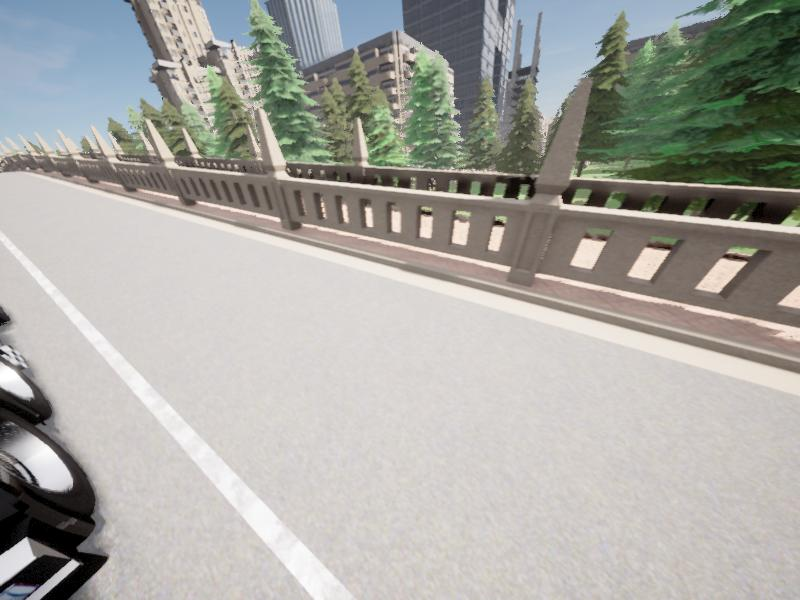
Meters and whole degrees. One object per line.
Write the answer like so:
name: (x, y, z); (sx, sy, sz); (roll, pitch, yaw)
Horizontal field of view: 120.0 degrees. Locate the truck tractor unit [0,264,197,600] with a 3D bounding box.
truck tractor unit: (-5.110, -0.302, 0.782); (6.516, 4.208, 3.053); (18, 39, 24)
